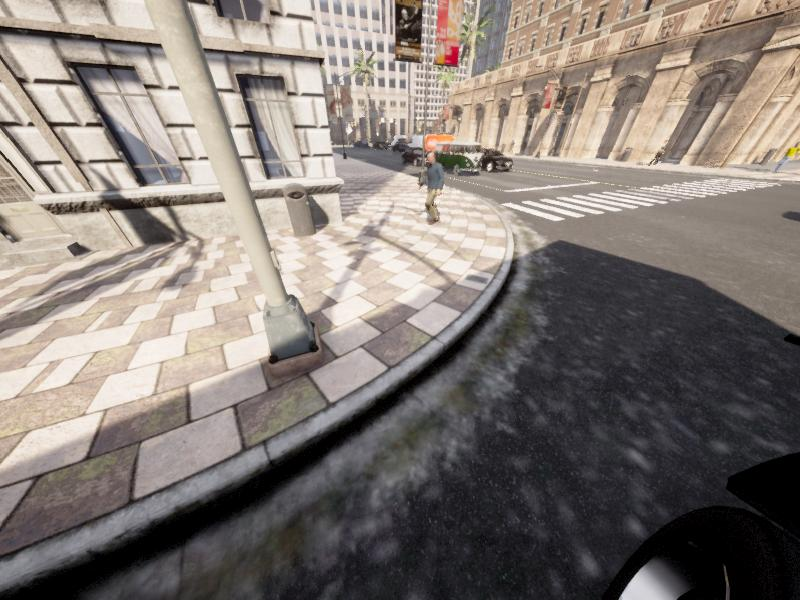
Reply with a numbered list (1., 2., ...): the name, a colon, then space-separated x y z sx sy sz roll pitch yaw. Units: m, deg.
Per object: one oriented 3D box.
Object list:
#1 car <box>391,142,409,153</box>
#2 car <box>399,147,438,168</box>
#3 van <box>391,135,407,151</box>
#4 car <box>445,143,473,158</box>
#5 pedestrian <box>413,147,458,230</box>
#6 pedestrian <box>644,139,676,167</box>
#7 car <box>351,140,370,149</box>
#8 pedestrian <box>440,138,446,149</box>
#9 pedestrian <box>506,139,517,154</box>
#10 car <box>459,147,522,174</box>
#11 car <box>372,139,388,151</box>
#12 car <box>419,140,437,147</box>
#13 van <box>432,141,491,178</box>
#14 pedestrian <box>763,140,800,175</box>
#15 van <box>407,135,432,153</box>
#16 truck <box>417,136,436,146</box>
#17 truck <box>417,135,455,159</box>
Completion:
1. car: -0.014 -26.893 40.679 1.851 1.617 3.988 -13 37 -18
2. car: 1.623 -13.832 22.276 1.812 1.442 4.674 -14 37 -18
3. van: -0.209 -33.732 49.574 1.988 2.561 5.915 -9 36 -12
4. car: 8.110 -20.728 31.944 1.845 1.501 3.633 -13 37 -18
5. pedestrian: 0.883 -2.981 6.217 0.751 1.860 0.751 -18 39 -24
6. pedestrian: 21.128 -11.942 18.797 0.751 1.860 0.751 -7 36 -10
7. car: -9.678 -38.254 56.706 2.097 1.767 4.553 -29 44 -34
8. pedestrian: 8.845 -32.533 48.096 0.751 1.860 0.751 -17 38 -22
9. pedestrian: 16.143 -22.227 33.425 0.751 1.860 0.751 -7 36 -9
10. car: 7.129 -11.494 18.879 1.837 1.490 4.892 -14 37 -18
11. car: -4.323 -33.012 49.158 1.932 1.855 4.605 -14 38 -19
12. car: 8.349 -46.956 69.201 4.792 1.488 2.163 -13 37 -18
13. van: 4.257 -10.413 16.937 1.775 1.987 4.442 -14 37 -18
14. pedestrian: 24.838 -9.144 14.804 0.751 1.860 0.751 -16 38 -21
15. van: 3.362 -27.854 41.211 1.988 2.561 5.915 -13 37 -18
16. truck: 8.303 -49.524 71.985 5.204 2.467 2.627 -13 37 -18
17. truck: 4.677 -20.597 30.979 2.627 2.467 5.204 -13 38 -18
